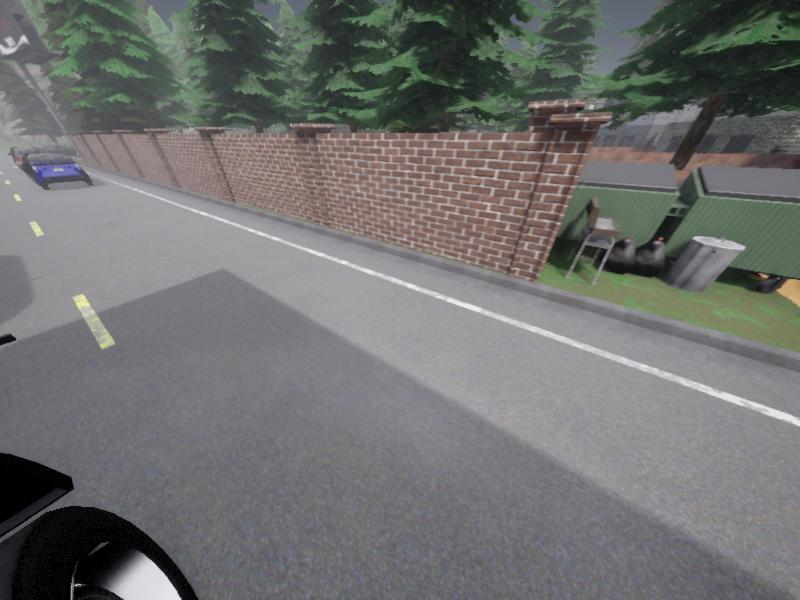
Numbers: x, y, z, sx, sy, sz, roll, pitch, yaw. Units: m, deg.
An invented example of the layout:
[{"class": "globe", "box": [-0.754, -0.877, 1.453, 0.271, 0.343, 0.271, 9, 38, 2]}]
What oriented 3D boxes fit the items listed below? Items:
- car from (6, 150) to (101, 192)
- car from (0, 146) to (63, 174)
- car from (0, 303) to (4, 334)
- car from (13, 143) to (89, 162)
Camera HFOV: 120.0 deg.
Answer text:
[{"class": "car", "box": [-18.700, -7.071, 12.472, 4.514, 1.525, 2.007, 21, 40, 27]}, {"class": "car", "box": [-27.972, -10.714, 17.547, 3.705, 1.549, 1.789, 22, 40, 27]}, {"class": "car", "box": [-7.832, -0.312, 3.106, 4.181, 1.385, 1.994, 21, 40, 27]}, {"class": "car", "box": [-36.904, -15.809, 24.690, 1.812, 1.442, 4.674, -9, 36, -10]}]
